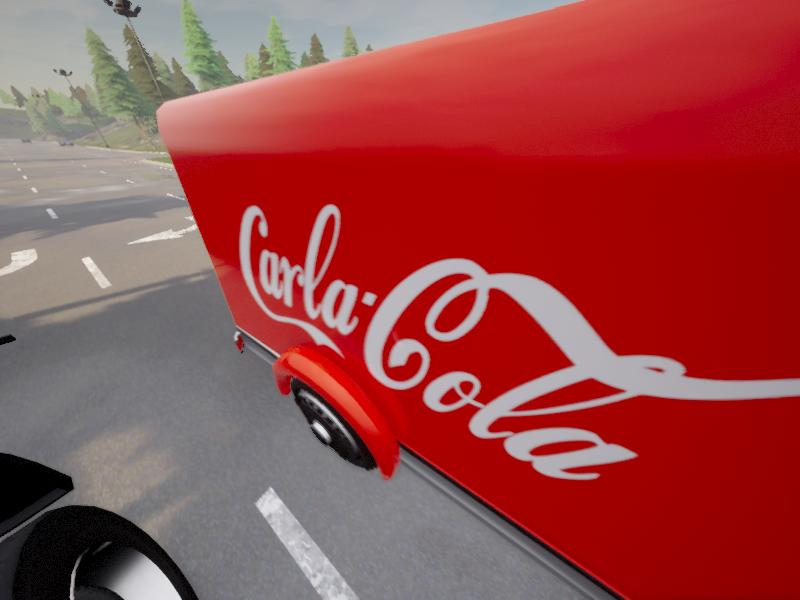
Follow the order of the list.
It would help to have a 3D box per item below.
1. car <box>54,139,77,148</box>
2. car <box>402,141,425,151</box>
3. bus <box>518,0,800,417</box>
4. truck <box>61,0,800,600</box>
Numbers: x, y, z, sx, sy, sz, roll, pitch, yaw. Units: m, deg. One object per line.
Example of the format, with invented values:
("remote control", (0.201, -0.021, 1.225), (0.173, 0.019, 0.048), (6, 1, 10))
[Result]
("car", (-76.448, -35.859, 52.842), (4.902, 1.511, 2.128), (22, 41, 28))
("car", (2.814, -31.291, 46.906), (2.152, 1.651, 5.027), (24, 42, 30))
("bus", (7.164, -0.678, 1.248), (10.273, 4.253, 3.944), (22, 41, 28))
("truck", (1.145, 0.152, 1.564), (5.204, 2.467, 2.627), (22, 41, 28))
